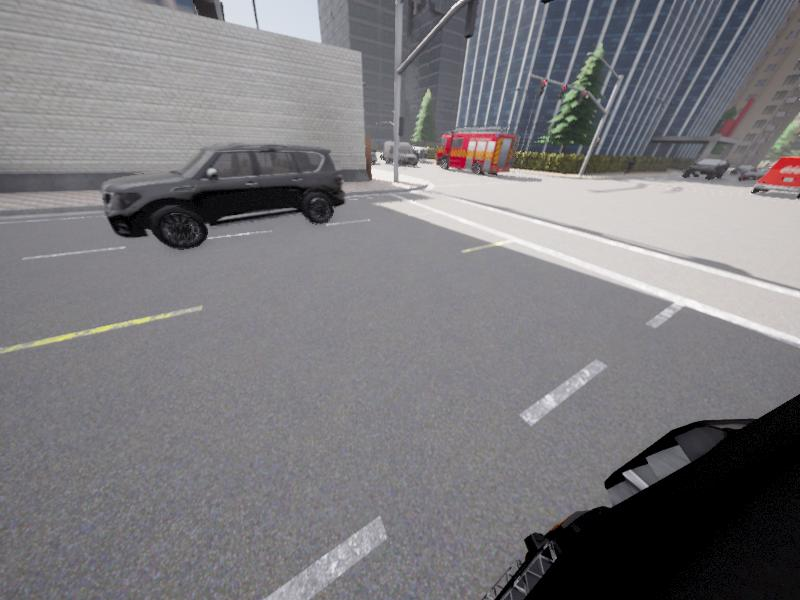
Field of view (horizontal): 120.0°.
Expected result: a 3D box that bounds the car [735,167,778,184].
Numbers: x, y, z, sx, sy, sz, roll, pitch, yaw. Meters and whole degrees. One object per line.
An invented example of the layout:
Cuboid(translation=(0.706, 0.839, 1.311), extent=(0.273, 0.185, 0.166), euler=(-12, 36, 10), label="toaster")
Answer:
Cuboid(translation=(41.084, -14.406, 26.621), extent=(4.193, 1.474, 1.816), euler=(-16, 38, -26), label="car")

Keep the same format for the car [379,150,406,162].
Cuboid(translation=(-1.290, -23.144, 37.147), extent=(2.033, 1.411, 5.357), euler=(-16, 38, -26), label="car")

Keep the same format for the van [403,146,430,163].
Cuboid(translation=(2.545, -23.502, 37.349), extent=(2.069, 2.038, 4.480), euler=(-16, 39, -26), label="van")

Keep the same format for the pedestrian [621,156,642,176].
Cuboid(translation=(25.782, -14.931, 25.771), extent=(0.751, 1.860, 0.751), euler=(-17, 39, -27), label="pedestrian")

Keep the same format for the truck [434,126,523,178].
Cuboid(translation=(7.528, -15.425, 24.002), extent=(2.891, 3.827, 8.468), euler=(-16, 38, -26), label="truck")

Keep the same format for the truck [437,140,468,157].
Cuboid(translation=(15.378, -44.229, 67.469), extent=(8.468, 3.827, 2.891), euler=(-17, 38, -26), label="truck")

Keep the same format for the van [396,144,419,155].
Cuboid(translation=(2.172, -44.262, 67.926), extent=(6.366, 2.431, 2.351), euler=(-17, 38, -26), label="van")

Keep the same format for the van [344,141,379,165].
Cuboid(translation=(-5.220, -19.698, 30.828), extent=(2.351, 2.431, 6.366), euler=(-16, 38, -26), label="van")

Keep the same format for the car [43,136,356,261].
Cuboid(translation=(-4.229, -3.099, 6.369), extent=(5.566, 2.045, 2.150), euler=(-27, 43, -36), label="car")

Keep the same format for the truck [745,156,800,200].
Cuboid(translation=(29.387, -9.165, 17.181), extent=(5.204, 2.467, 2.627), euler=(-17, 38, -25), label="truck")

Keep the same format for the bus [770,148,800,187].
Cuboid(translation=(46.817, -15.044, 25.436), extent=(10.273, 4.253, 3.944), euler=(-16, 38, -25), label="bus")

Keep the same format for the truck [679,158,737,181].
Cuboid(translation=(37.045, -15.738, 27.790), extent=(6.274, 2.098, 2.390), euler=(-16, 38, -25), label="truck")

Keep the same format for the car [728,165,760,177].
Cuboid(translation=(54.783, -20.627, 36.784), extent=(4.674, 1.442, 1.812), euler=(-16, 38, -25), label="car")

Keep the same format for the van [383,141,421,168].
Cuboid(translation=(0.023, -18.426, 29.162), extent=(1.988, 2.561, 5.915), euler=(-16, 38, -26), label="van")
